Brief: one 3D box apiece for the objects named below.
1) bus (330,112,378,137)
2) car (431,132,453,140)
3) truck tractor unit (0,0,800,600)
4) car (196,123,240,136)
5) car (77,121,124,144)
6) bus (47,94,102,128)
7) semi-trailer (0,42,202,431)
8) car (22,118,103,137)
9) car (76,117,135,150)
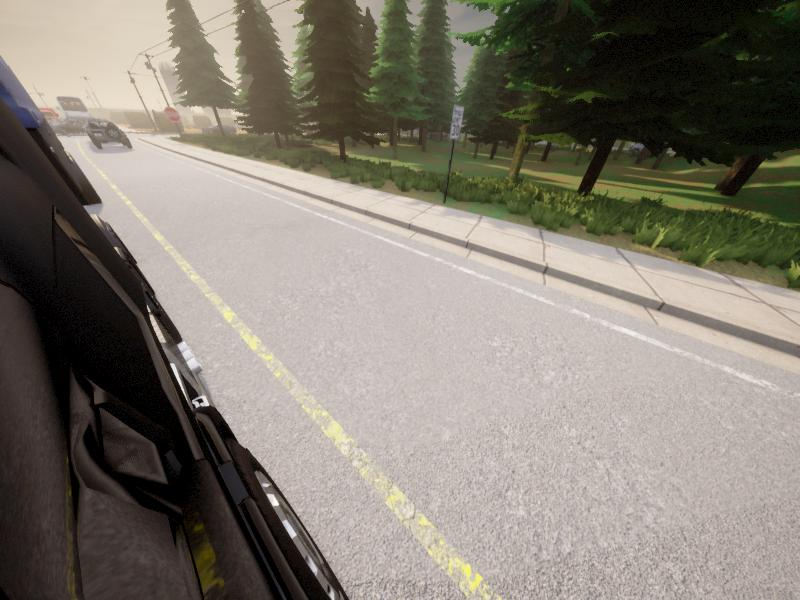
[{"bbox_3d":[-10.074,-39.364,52.084,3.944,4.253,10.273,27,43,29],"label":"bus"},{"bbox_3d":[10.612,-41.354,58.272,5.008,1.535,1.882,26,43,28],"label":"car"},{"bbox_3d":[-2.645,-0.295,0.351,6.516,4.208,3.053,28,44,30],"label":"truck tractor unit"},{"bbox_3d":[-29.456,-27.689,37.549,2.128,1.511,4.902,27,43,29],"label":"car"},{"bbox_3d":[-27.667,-15.549,21.376,4.514,1.525,2.007,31,45,33],"label":"car"},{"bbox_3d":[-60.073,-34.774,42.722,10.273,4.253,3.944,29,44,31],"label":"bus"},{"bbox_3d":[-8.703,-3.604,4.219,14.254,4.402,2.717,28,44,30],"label":"semi-trailer"},{"bbox_3d":[-37.102,-19.206,25.687,2.128,1.511,4.902,-2,37,-5],"label":"car"},{"bbox_3d":[-22.797,-12.927,17.887,4.605,1.855,1.932,29,44,31],"label":"car"}]
